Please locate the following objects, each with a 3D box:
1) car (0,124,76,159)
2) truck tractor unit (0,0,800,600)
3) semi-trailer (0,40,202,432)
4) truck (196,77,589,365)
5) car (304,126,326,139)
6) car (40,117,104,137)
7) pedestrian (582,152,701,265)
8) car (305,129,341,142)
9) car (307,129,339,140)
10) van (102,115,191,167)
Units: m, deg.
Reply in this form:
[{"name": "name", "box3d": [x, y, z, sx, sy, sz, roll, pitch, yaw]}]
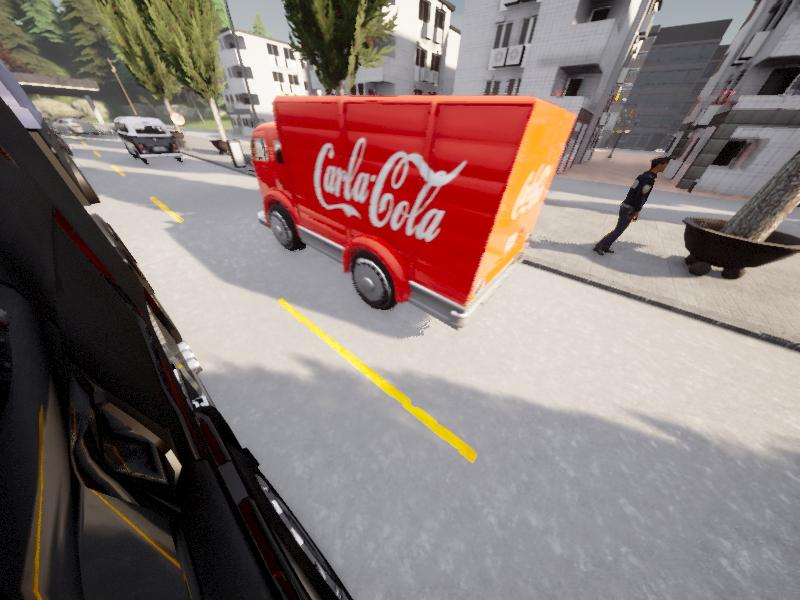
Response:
[{"name": "car", "box3d": [-21.167, -9.329, 13.507, 4.181, 1.385, 1.994, 29, 44, 30]}, {"name": "truck tractor unit", "box3d": [-2.645, -0.295, 0.352, 6.516, 4.208, 3.053, 28, 44, 30]}, {"name": "semi-trailer", "box3d": [-8.714, -3.607, 4.195, 14.254, 4.402, 2.717, 28, 44, 29]}, {"name": "truck", "box3d": [-0.525, -1.870, 4.071, 5.204, 2.467, 2.627, 28, 44, 29]}, {"name": "car", "box3d": [-13.970, -27.400, 37.817, 1.845, 1.501, 3.633, -24, 45, -31]}, {"name": "car", "box3d": [-34.776, -18.359, 24.545, 4.674, 1.442, 1.812, 12, 38, 12]}, {"name": "pedestrian", "box3d": [4.510, -1.766, 4.553, 0.751, 1.860, 0.751, 22, 41, 24]}, {"name": "car", "box3d": [-12.053, -25.908, 36.367, 4.974, 1.542, 2.038, -11, 39, -17]}, {"name": "car", "box3d": [-12.096, -26.024, 36.257, 4.536, 1.218, 1.853, -11, 39, -17]}, {"name": "van", "box3d": [-14.299, -9.057, 13.054, 4.480, 2.038, 2.069, 28, 44, 29]}]
